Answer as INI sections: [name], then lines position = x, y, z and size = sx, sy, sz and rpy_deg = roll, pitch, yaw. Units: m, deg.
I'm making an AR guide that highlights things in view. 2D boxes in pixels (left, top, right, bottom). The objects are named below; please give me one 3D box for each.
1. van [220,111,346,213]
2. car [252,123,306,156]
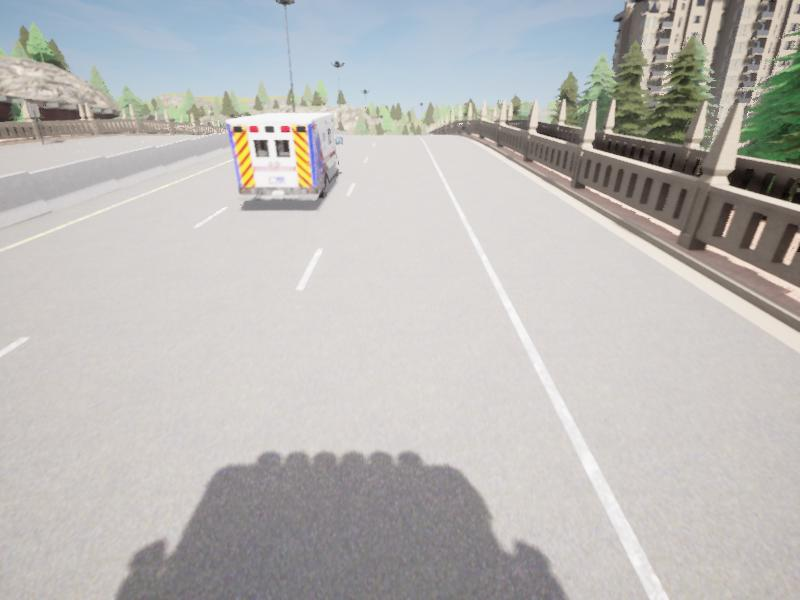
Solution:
[van]
position = -3.508, -5.028, 13.773
size = 2.351, 2.431, 6.366
rpy_deg = 0, 27, 0
[car]
position = -7.013, -9.582, 23.693
size = 1.970, 1.475, 3.806
rpy_deg = 0, 27, 0
